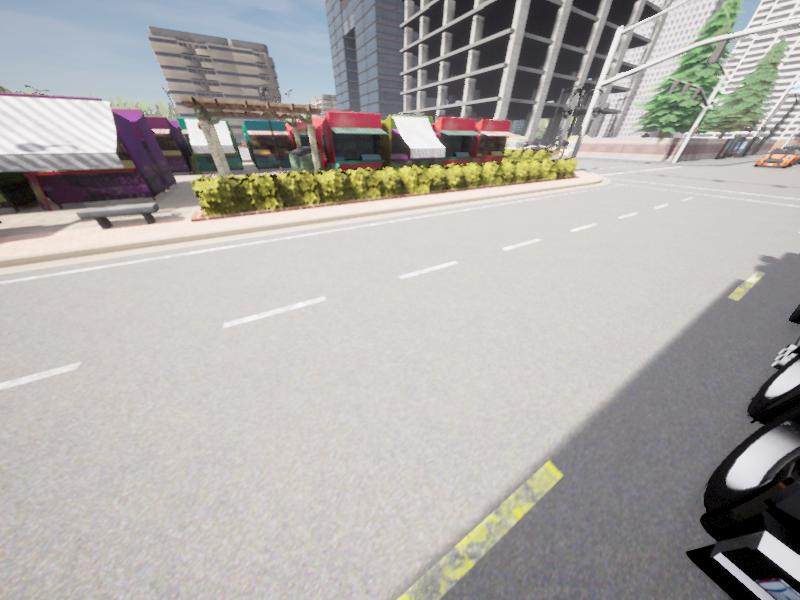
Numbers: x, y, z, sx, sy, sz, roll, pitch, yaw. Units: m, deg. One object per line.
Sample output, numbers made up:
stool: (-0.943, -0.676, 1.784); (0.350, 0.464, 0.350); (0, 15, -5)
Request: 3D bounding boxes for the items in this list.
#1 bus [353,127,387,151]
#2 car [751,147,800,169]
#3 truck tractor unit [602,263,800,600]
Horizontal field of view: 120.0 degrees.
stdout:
bus: (-7.260, -38.108, 54.867); (3.944, 4.253, 10.273); (-18, 39, -24)
car: (40.261, -15.117, 24.475); (4.553, 1.767, 2.097); (-18, 39, -24)
truck tractor unit: (5.106, -0.306, 0.782); (6.516, 4.208, 3.053); (-18, 39, -24)
